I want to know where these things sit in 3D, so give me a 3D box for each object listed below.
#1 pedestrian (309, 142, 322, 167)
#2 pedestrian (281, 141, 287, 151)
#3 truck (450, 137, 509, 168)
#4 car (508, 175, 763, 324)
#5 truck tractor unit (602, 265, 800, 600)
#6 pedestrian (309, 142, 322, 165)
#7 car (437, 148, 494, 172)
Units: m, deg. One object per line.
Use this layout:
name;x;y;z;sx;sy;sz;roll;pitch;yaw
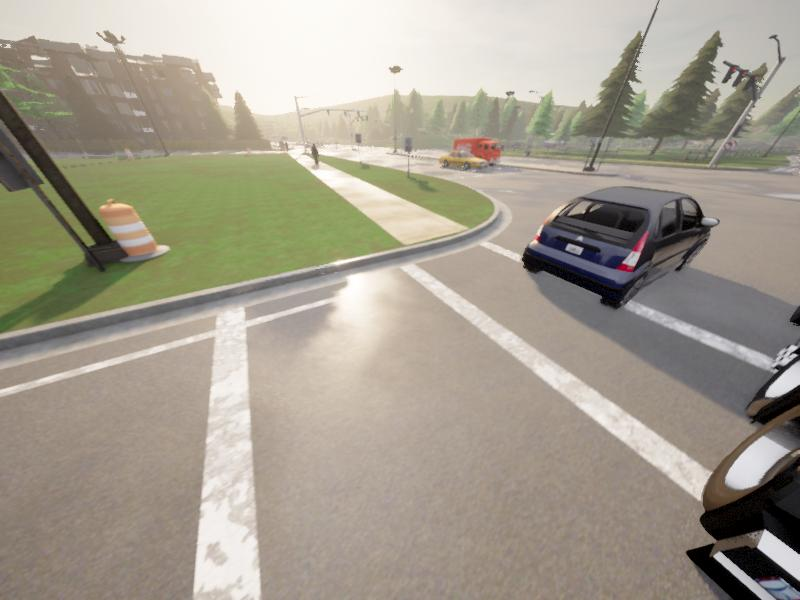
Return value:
pedestrian;-7.666;-13.215;20.994;0.751;1.860;0.751;-13;37;-19
pedestrian;-26.234;-34.889;52.243;0.751;1.860;0.751;-15;38;-21
truck;8.011;-15.398;24.065;2.627;2.467;5.204;-17;38;-24
car;4.459;-1.321;4.541;3.988;1.617;1.851;-18;39;-24
truck tractor unit;5.112;-0.298;0.784;6.516;4.208;3.053;-18;39;-24
pedestrian;-8.288;-14.413;22.710;0.751;1.860;0.751;-15;38;-21
car;5.854;-13.153;21.583;1.801;1.575;5.366;-17;39;-24
